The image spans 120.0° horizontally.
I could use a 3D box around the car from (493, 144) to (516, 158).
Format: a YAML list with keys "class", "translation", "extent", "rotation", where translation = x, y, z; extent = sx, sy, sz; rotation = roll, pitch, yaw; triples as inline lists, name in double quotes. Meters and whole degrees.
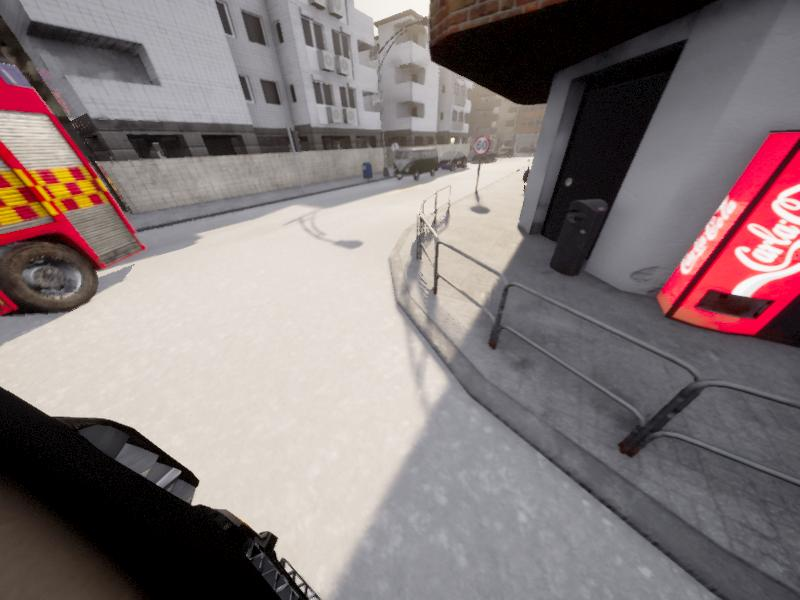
- class: "car"
  translation: [16.669, -23.650, 36.648]
  extent: [2.033, 1.649, 4.856]
  rotation: [19, 40, 29]

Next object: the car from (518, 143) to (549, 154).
- class: "car"
  translation: [25.835, -29.460, 44.827]
  extent: [5.008, 1.535, 1.882]
  rotation: [-9, 34, -10]

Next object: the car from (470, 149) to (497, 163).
- class: "car"
  translation: [10.583, -18.160, 29.138]
  extent: [1.895, 1.301, 4.718]
  rotation: [18, 39, 28]

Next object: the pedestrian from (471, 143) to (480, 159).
- class: "pedestrian"
  translation: [10.733, -21.188, 32.912]
  extent: [0.751, 1.860, 0.751]
  rotation: [-17, 36, -21]

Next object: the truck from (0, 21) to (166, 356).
- class: "truck"
  translation: [-6.723, -0.024, 0.883]
  extent: [2.891, 3.827, 8.468]
  rotation: [-5, 34, -3]

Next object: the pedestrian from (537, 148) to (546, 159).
- class: "pedestrian"
  translation: [17.725, -18.412, 29.003]
  extent: [0.500, 1.100, 0.500]
  rotation: [-5, 34, -4]

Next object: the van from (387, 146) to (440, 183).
- class: "van"
  translation: [1.132, -10.047, 17.006]
  extent: [1.775, 1.987, 4.442]
  rotation: [18, 39, 28]

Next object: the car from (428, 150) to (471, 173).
- class: "car"
  translation: [4.754, -13.056, 21.721]
  extent: [2.163, 1.488, 4.792]
  rotation: [18, 39, 28]

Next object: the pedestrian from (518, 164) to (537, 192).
- class: "pedestrian"
  translation: [5.853, -5.620, 10.642]
  extent: [0.500, 1.100, 0.500]
  rotation: [12, 36, 21]
